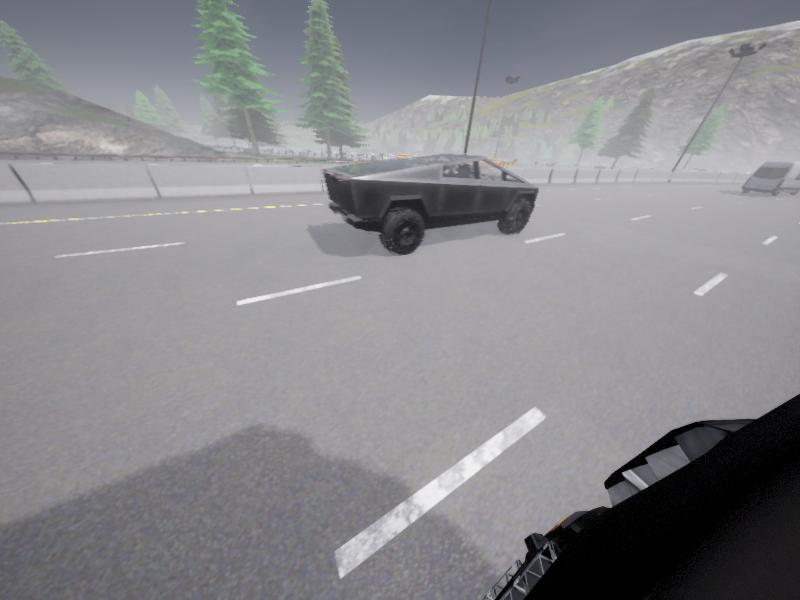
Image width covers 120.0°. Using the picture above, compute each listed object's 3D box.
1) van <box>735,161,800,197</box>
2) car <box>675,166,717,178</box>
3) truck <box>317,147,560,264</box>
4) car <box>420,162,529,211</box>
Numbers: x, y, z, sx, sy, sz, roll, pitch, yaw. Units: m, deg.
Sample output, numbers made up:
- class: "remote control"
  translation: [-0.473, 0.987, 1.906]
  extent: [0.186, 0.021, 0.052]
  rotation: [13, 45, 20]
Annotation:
- class: "van"
  translation: [33.891, -10.754, 20.556]
  extent: [5.915, 2.561, 1.988]
  rotation: [-9, 35, -17]
- class: "car"
  translation: [51.772, -22.376, 40.435]
  extent: [5.366, 1.575, 1.801]
  rotation: [-4, 34, -10]
- class: "truck"
  translation: [1.253, -2.999, 6.710]
  extent: [6.274, 2.098, 2.390]
  rotation: [-15, 38, -26]
- class: "car"
  translation: [3.619, -5.702, 11.379]
  extent: [4.611, 1.667, 2.242]
  rotation: [-16, 38, -25]
